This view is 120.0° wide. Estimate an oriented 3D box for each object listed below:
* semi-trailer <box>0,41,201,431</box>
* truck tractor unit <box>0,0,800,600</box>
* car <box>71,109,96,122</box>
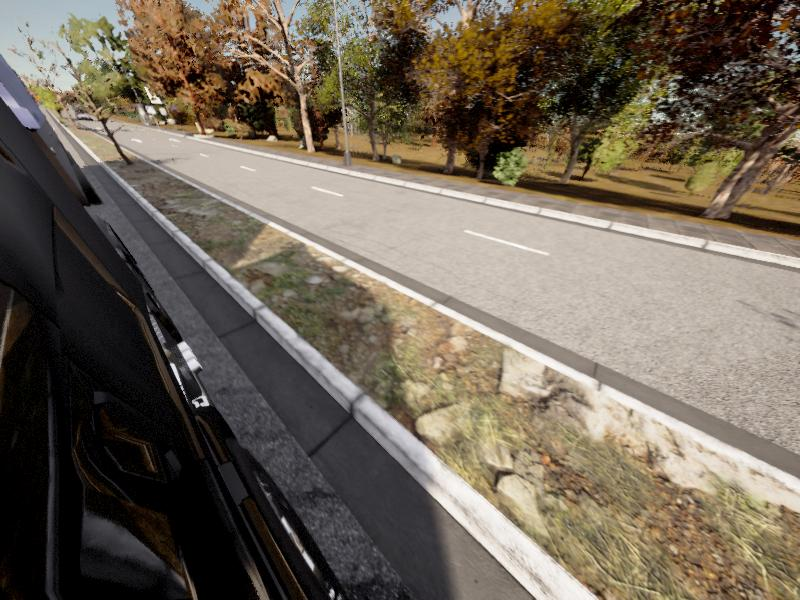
[{"bbox_3d":[-8.699,-3.601,4.234,14.254,4.402,2.717,28,43,30],"label":"semi-trailer"},{"bbox_3d":[-2.645,-0.295,0.351,6.516,4.208,3.053,28,44,30],"label":"truck tractor unit"},{"bbox_3d":[-62.175,-36.228,45.345,4.856,1.649,2.033,29,44,29],"label":"car"}]
